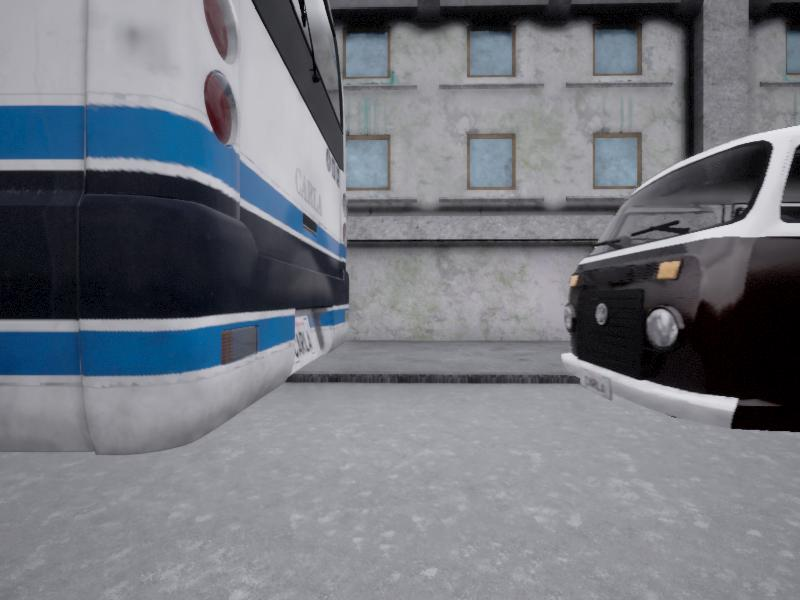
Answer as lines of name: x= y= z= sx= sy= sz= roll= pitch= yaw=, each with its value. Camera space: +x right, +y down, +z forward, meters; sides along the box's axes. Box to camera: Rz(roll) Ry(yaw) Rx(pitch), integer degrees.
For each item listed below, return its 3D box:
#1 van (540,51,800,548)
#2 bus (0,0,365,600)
van: x=3.534 y=-0.036 z=2.635 sx=4.480 sy=2.038 sz=2.069 roll=-1 pitch=0 yaw=1
bus: x=-5.575 y=-1.134 z=2.714 sx=10.273 sy=4.253 sz=3.944 roll=0 pitch=0 yaw=1
